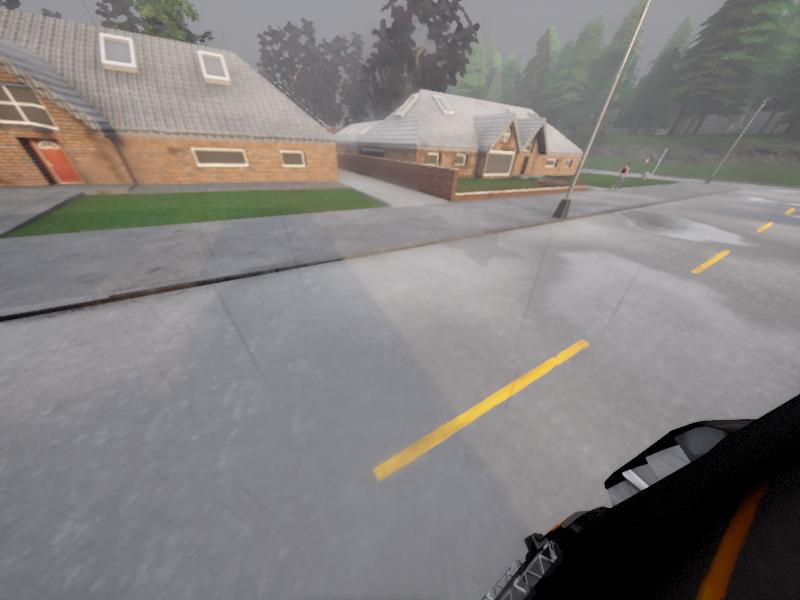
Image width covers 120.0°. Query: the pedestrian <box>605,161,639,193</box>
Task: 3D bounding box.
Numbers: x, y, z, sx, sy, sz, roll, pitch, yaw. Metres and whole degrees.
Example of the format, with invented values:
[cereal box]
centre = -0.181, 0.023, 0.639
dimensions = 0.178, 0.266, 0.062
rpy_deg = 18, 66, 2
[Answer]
[pedestrian]
centre = 14.962, -8.310, 15.606
dimensions = 0.751, 1.860, 0.751
rpy_deg = -15, 38, -25
